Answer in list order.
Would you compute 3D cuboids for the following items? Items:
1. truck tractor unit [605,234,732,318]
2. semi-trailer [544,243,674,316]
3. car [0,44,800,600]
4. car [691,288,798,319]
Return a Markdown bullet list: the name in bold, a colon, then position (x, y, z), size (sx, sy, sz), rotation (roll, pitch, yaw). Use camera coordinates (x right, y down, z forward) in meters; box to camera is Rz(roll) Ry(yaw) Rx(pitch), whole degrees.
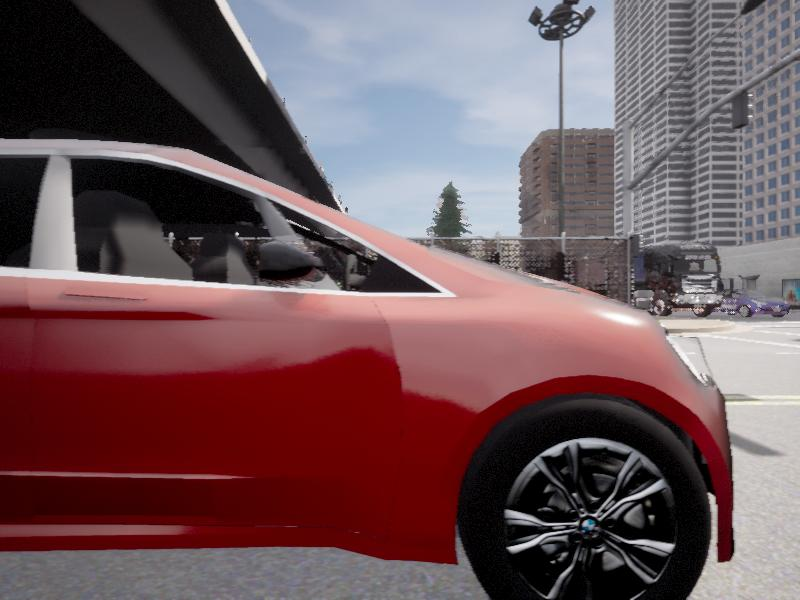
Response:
- **truck tractor unit**: position (15.215, -1.182, 23.473), size (3.053, 4.208, 6.516), rotation (0, 0, 0)
- **semi-trailer**: position (15.231, -1.285, 31.380), size (2.717, 4.402, 14.254), rotation (0, 0, 0)
- **car**: position (-0.965, 0.157, 2.179), size (4.611, 1.667, 2.242), rotation (0, 0, 0)
- **car**: position (18.714, 0.169, 22.093), size (2.007, 1.525, 4.514), rotation (0, 0, 0)
